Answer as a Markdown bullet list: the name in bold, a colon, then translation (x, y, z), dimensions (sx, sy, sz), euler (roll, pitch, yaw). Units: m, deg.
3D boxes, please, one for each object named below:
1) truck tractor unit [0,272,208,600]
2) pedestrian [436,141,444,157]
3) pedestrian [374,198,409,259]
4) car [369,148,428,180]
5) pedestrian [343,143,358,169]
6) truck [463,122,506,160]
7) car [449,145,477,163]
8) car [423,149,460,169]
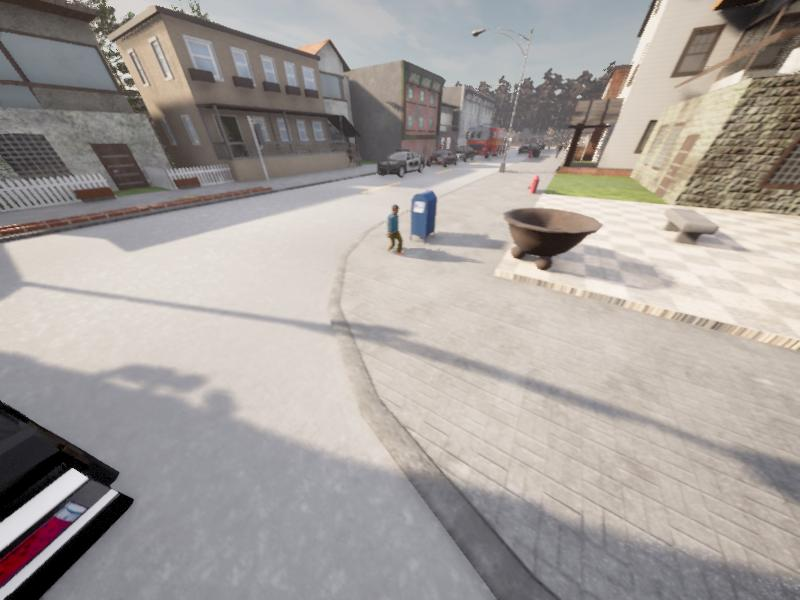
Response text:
- **truck tractor unit**: translation (-5.270, -0.098, 0.504), dimensions (6.516, 4.208, 3.053), euler (11, 36, 15)
- **pedestrian**: translation (5.648, -21.232, 32.450), dimensions (0.751, 1.860, 0.751), euler (21, 41, 28)
- **pedestrian**: translation (-0.169, -1.542, 5.001), dimensions (0.500, 1.100, 0.500), euler (29, 44, 35)
- **car**: translation (0.104, -10.460, 17.524), dimensions (1.930, 1.638, 5.238), euler (19, 39, 25)
- **pedestrian**: translation (-4.376, -12.743, 20.431), dimensions (0.751, 1.860, 0.751), euler (18, 39, 24)
- **truck**: translation (11.872, -22.130, 32.166), dimensions (2.891, 3.827, 8.468), euler (19, 40, 26)
- **car**: translation (7.363, -17.026, 26.902), dimensions (1.789, 1.549, 3.705), euler (19, 39, 26)
- **car**: translation (4.177, -14.026, 22.812), dimensions (1.994, 1.385, 4.181), euler (19, 40, 26)
